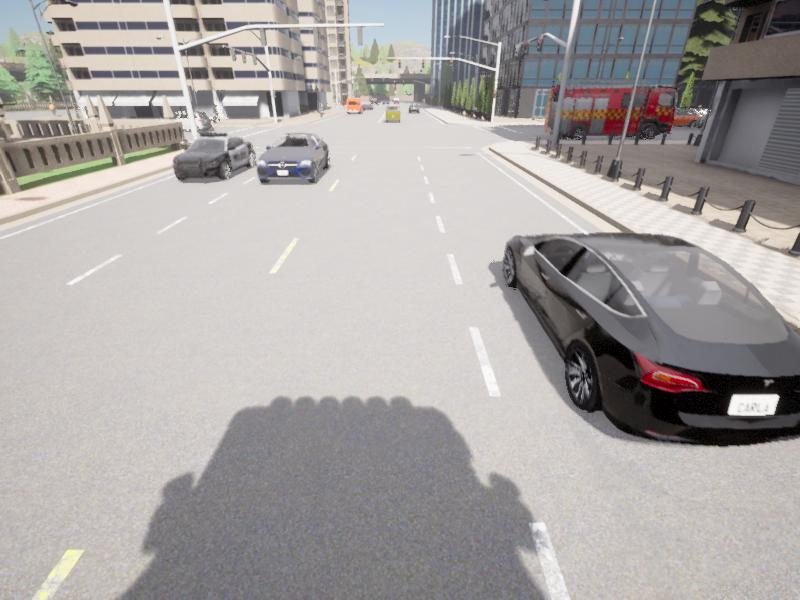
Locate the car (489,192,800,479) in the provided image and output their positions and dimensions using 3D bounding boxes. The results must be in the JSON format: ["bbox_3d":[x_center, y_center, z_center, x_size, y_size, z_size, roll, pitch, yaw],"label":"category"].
[{"bbox_3d":[2.841,-0.176,5.338,2.163,1.488,4.792,0,27,0],"label":"car"}]

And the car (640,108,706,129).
[{"bbox_3d":[26.442,-17.664,38.894,4.553,1.767,2.097,0,27,0],"label":"car"}]

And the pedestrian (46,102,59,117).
[{"bbox_3d":[-49.736,-27.283,57.275,0.751,1.860,0.751,-17,32,-30],"label":"pedestrian"}]

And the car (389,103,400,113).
[{"bbox_3d":[-0.939,-36.269,75.580,2.007,1.525,4.514,0,27,0],"label":"car"}]

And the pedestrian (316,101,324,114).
[{"bbox_3d":[-12.961,-31.231,65.033,0.751,1.860,0.751,-23,35,-38],"label":"pedestrian"}]

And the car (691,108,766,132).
[{"bbox_3d":[29.273,-16.099,35.756,4.605,1.855,1.932,0,27,0],"label":"car"}]

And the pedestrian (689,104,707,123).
[{"bbox_3d":[32.462,-20.325,43.613,0.751,1.860,0.751,-4,27,-7],"label":"pedestrian"}]

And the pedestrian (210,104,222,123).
[{"bbox_3d":[-20.293,-20.576,44.174,0.751,1.860,0.751,-7,28,-14],"label":"pedestrian"}]

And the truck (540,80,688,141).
[{"bbox_3d":[15.160,-13.773,29.109,8.468,3.827,2.891,0,27,0],"label":"truck"}]

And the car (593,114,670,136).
[{"bbox_3d":[18.833,-14.354,32.742,5.008,1.535,1.882,0,27,0],"label":"car"}]

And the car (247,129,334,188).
[{"bbox_3d":[-4.219,-5.963,16.464,2.152,1.651,5.027,0,27,0],"label":"car"}]

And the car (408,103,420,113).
[{"bbox_3d":[2.568,-35.451,73.981,2.007,1.525,4.514,0,27,0],"label":"car"}]

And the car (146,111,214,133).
[{"bbox_3d":[-19.613,-16.041,35.938,4.611,1.667,2.242,0,27,1],"label":"car"}]

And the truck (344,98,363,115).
[{"bbox_3d":[-7.912,-33.088,68.378,2.627,2.467,5.204,0,27,0],"label":"truck"}]

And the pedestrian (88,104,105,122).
[{"bbox_3d":[-35.317,-21.791,46.560,0.751,1.860,0.751,6,28,12],"label":"pedestrian"}]

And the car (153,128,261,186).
[{"bbox_3d":[-7.721,-6.138,16.788,1.930,1.638,5.238,0,27,0],"label":"car"}]

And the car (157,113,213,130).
[{"bbox_3d":[-20.977,-17.513,39.136,4.181,1.385,1.994,0,27,1],"label":"car"}]

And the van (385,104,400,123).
[{"bbox_3d":[-0.844,-23.372,49.963,1.775,1.987,4.442,0,27,0],"label":"van"}]
